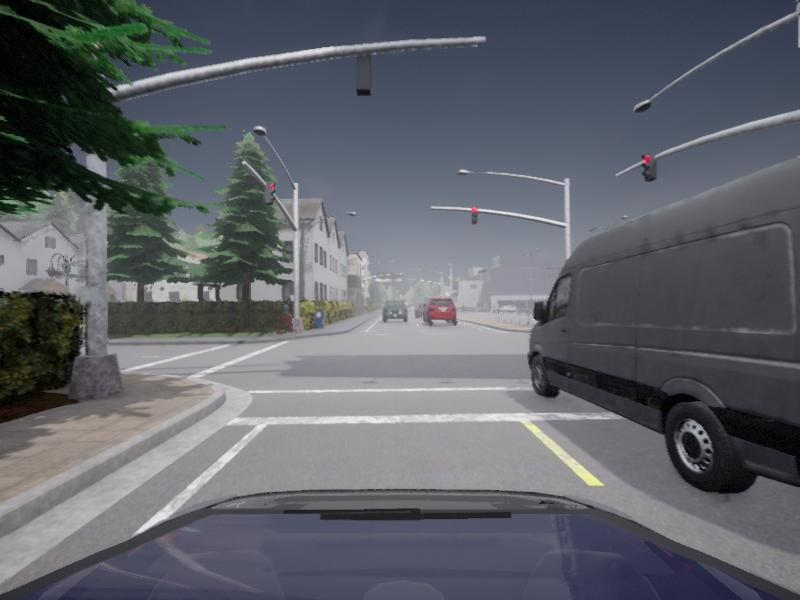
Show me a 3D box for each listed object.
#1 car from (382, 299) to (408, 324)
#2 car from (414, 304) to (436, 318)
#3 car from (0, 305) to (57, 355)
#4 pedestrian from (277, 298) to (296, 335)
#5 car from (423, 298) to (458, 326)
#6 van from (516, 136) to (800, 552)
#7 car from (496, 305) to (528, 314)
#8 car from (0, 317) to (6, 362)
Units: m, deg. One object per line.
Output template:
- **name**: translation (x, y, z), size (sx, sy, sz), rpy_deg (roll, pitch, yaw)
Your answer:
- **car**: translation (-0.437, 0.991, 35.934), size (2.150, 2.045, 5.566), rpy_deg (-1, -1, -1)
- **car**: translation (2.925, 1.287, 48.215), size (2.242, 1.667, 4.611), rpy_deg (-1, -1, -1)
- **car**: translation (-16.604, 1.201, 16.106), size (3.866, 1.878, 1.905), rpy_deg (-2, -1, 0)
- **pedestrian**: translation (-5.872, 0.850, 20.664), size (0.751, 1.860, 0.751), rpy_deg (-1, -1, 1)
- **car**: translation (3.111, 0.901, 31.801), size (2.150, 2.045, 5.566), rpy_deg (-1, -1, -1)
- **van**: translation (3.420, 0.346, 5.162), size (1.988, 2.561, 5.915), rpy_deg (-1, -2, -1)
- **car**: translation (19.355, 1.579, 69.080), size (4.974, 1.542, 2.038), rpy_deg (-1, -1, -1)
- **car**: translation (-15.665, 1.335, 12.612), size (4.514, 1.525, 2.007), rpy_deg (-1, -1, 0)
